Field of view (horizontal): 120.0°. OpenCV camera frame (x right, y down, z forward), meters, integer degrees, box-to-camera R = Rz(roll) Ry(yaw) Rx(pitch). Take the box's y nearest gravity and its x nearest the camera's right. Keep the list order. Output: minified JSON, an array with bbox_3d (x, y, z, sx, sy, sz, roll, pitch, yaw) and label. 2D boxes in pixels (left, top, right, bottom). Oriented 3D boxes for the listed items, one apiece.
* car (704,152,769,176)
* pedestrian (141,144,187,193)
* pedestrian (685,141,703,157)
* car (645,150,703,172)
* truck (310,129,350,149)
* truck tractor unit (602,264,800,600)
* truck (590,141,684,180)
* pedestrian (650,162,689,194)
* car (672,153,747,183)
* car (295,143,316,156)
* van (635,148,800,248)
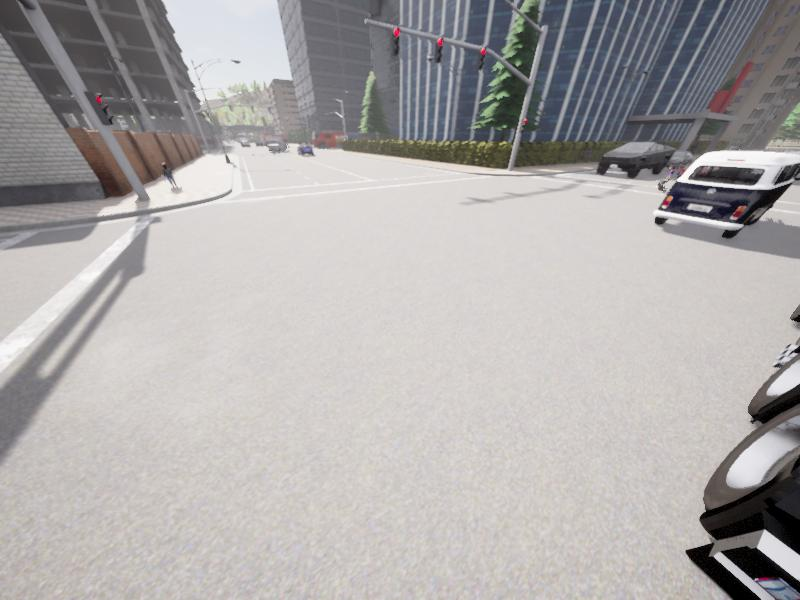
[{"bbox_3d":[26.986,-10.973,18.551,4.181,1.385,1.994,-19,39,-25],"label":"car"},{"bbox_3d":[-10.886,-6.101,10.734,0.751,1.860,0.751,-21,40,-28],"label":"pedestrian"},{"bbox_3d":[43.000,-22.107,33.774,0.751,1.860,0.751,-19,39,-25],"label":"pedestrian"},{"bbox_3d":[24.433,-12.482,20.617,4.674,1.442,1.812,-18,39,-24],"label":"car"},{"bbox_3d":[-17.168,-39.533,56.903,8.468,3.827,2.891,-19,39,-25],"label":"truck"},{"bbox_3d":[5.107,-0.306,0.775,6.516,4.208,3.053,-18,39,-24],"label":"truck tractor unit"},{"bbox_3d":[17.622,-10.516,17.205,6.274,2.098,2.390,-18,39,-24],"label":"truck"},{"bbox_3d":[13.634,-6.198,11.702,0.751,1.300,0.751,-29,45,-35],"label":"pedestrian"},{"bbox_3d":[20.925,-9.023,15.642,4.193,1.474,1.816,-18,39,-24],"label":"car"},{"bbox_3d":[-14.760,-23.429,35.988,2.007,1.525,4.514,-17,39,-23],"label":"car"},{"bbox_3d":[9.983,-3.317,7.004,4.480,2.038,2.069,-18,39,-24],"label":"van"}]
